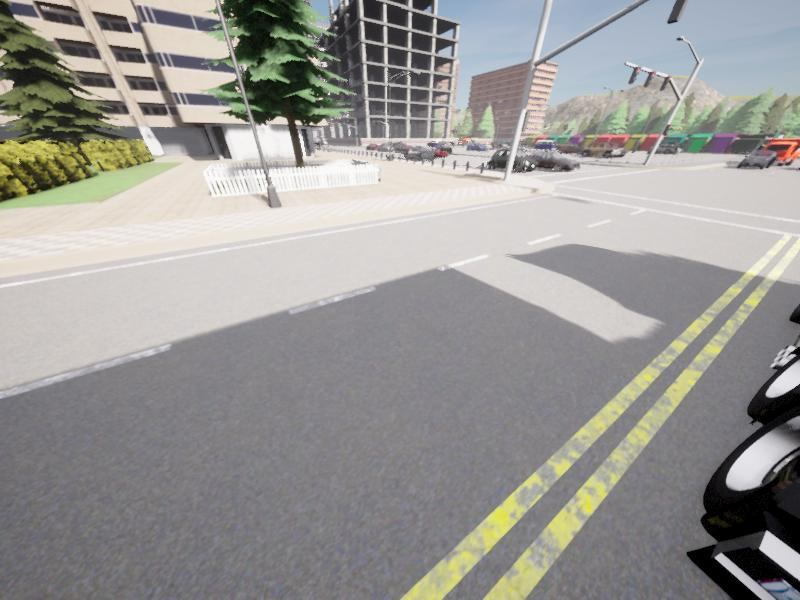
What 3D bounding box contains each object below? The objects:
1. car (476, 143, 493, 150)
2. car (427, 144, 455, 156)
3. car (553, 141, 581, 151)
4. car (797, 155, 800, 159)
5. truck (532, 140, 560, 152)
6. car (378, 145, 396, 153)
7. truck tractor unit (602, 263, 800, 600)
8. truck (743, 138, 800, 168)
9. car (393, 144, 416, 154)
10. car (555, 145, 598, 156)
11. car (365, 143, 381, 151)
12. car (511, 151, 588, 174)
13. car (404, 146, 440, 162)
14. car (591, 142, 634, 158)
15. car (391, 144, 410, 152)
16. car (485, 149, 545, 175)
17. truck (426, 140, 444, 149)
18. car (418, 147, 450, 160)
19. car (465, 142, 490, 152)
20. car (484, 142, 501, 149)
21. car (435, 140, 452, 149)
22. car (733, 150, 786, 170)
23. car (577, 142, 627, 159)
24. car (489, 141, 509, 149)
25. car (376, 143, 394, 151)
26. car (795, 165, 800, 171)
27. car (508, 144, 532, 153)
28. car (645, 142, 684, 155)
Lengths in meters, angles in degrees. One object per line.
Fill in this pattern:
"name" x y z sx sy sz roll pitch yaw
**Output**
"car" 22.184 -40.478 60.729 1.970 1.475 3.806 -18 39 -24
"car" 7.071 -26.259 40.378 1.882 1.535 5.008 -18 39 -24
"car" 39.320 -36.363 54.508 1.932 1.855 4.605 -18 39 -24
"car" 63.732 -22.565 35.414 5.366 1.575 1.801 -17 38 -23
"truck" 32.227 -34.089 51.035 2.069 2.038 4.478 -18 39 -24
"car" -2.829 -31.956 48.703 1.895 1.301 4.718 -18 39 -24
"truck tractor unit" 5.114 -0.296 0.795 6.516 4.208 3.053 -18 39 -24
"truck" 40.973 -15.953 24.972 5.204 2.467 2.627 -18 39 -23
"car" 0.692 -28.553 43.680 2.163 1.488 4.792 -18 39 -24
"car" 30.230 -25.872 39.807 2.033 1.415 5.357 -18 39 -24
"car" -6.332 -35.471 53.597 1.812 1.442 4.674 -18 39 -24
"car" 13.080 -12.408 20.663 2.033 1.411 5.357 -20 40 -26
"car" 2.628 -18.682 29.496 2.038 1.542 4.974 -18 38 -24
"car" 31.091 -22.094 33.984 1.905 1.878 3.866 -18 39 -24
"car" 0.047 -33.156 50.314 1.812 1.442 4.674 -18 39 -24
"car" 9.608 -11.829 19.624 1.851 1.617 3.988 -18 39 -25
"truck" 9.113 -40.698 60.375 2.069 2.038 4.478 -18 39 -24
"car" 4.667 -20.565 32.403 1.895 1.301 4.718 -18 39 -24
"car" 16.633 -33.009 49.851 2.242 1.667 4.611 -18 39 -24
"car" 24.694 -41.322 61.901 1.784 1.438 3.905 -18 39 -24
"car" 11.587 -41.473 61.669 1.932 1.855 4.605 -18 39 -24
"car" 35.035 -13.694 22.526 3.633 1.501 1.845 -18 39 -24
"car" 28.556 -21.305 32.831 1.932 1.855 4.605 -18 39 -24
"car" 26.995 -42.278 62.920 1.932 1.855 4.605 -18 39 -24
"car" -3.593 -36.739 55.477 2.033 1.411 5.357 -18 39 -24
"car" 39.278 -12.795 21.180 5.027 1.651 2.152 -18 39 -24
"car" 24.720 -31.342 47.635 1.970 1.475 3.806 -18 39 -24
"car" 48.079 -27.661 42.078 1.905 1.878 3.866 -18 39 -24
